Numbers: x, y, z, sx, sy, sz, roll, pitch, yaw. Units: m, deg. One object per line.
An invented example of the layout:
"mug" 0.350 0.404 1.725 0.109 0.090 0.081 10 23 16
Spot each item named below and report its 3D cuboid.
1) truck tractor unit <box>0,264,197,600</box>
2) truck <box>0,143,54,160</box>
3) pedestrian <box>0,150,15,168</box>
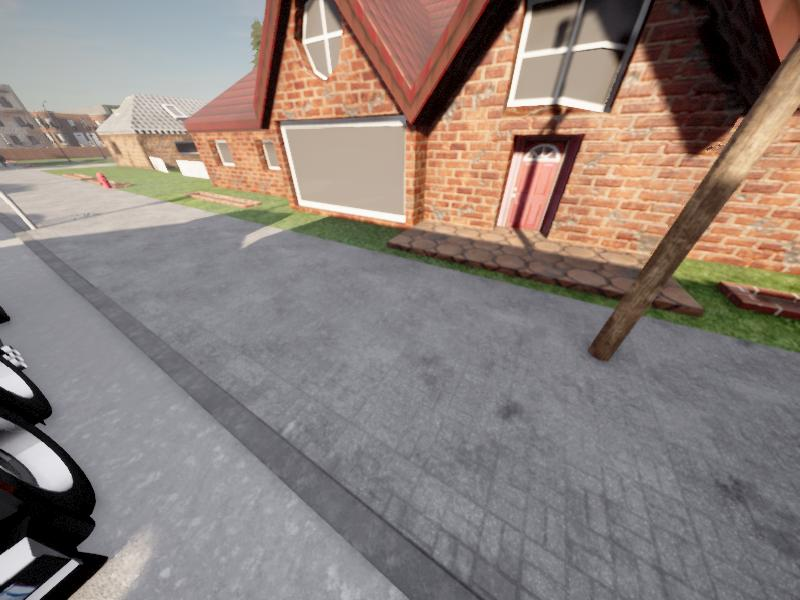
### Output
"truck tractor unit" -5.111 -0.299 0.782 6.516 4.208 3.053 18 39 24
"truck" -64.004 -24.937 38.686 2.390 2.098 6.274 18 39 24
"pedestrian" -37.936 -13.550 21.805 0.751 1.860 0.751 19 39 25
